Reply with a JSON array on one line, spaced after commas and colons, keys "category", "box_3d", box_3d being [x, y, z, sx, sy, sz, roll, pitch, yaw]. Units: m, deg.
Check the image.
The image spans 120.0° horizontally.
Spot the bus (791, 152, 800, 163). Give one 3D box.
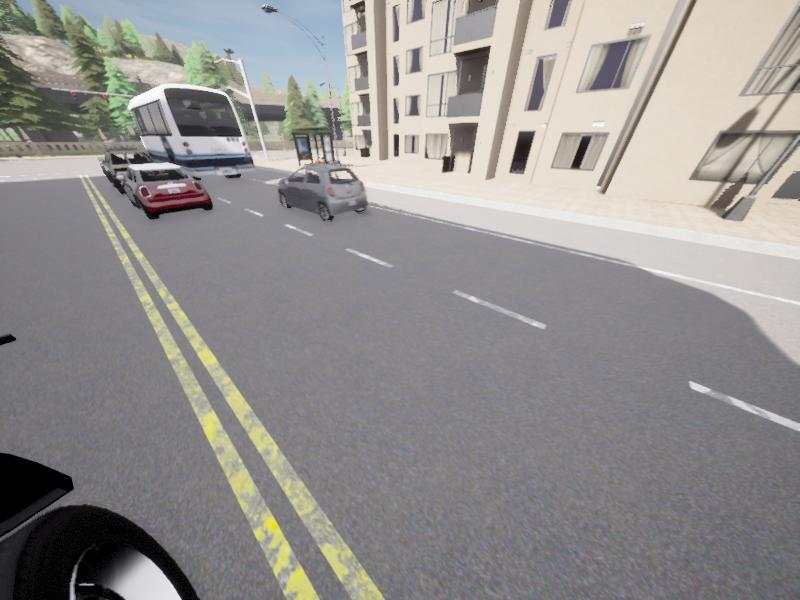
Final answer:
[{"category": "bus", "box_3d": [50.980, -16.798, 24.917, 3.944, 4.253, 10.273, 20, 40, 23]}]

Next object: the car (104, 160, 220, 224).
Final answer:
[{"category": "car", "box_3d": [-8.735, -4.149, 8.492, 3.806, 1.475, 1.970, 26, 42, 31]}]

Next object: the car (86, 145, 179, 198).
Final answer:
[{"category": "car", "box_3d": [-13.357, -6.549, 11.516, 4.605, 1.855, 1.932, 26, 42, 31]}]

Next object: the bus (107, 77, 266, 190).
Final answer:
[{"category": "bus", "box_3d": [-13.524, -10.125, 14.560, 10.273, 4.253, 3.944, 26, 42, 31]}]

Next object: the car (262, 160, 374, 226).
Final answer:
[{"category": "car", "box_3d": [-2.936, -3.994, 8.297, 3.633, 1.501, 1.845, 25, 42, 31]}]
